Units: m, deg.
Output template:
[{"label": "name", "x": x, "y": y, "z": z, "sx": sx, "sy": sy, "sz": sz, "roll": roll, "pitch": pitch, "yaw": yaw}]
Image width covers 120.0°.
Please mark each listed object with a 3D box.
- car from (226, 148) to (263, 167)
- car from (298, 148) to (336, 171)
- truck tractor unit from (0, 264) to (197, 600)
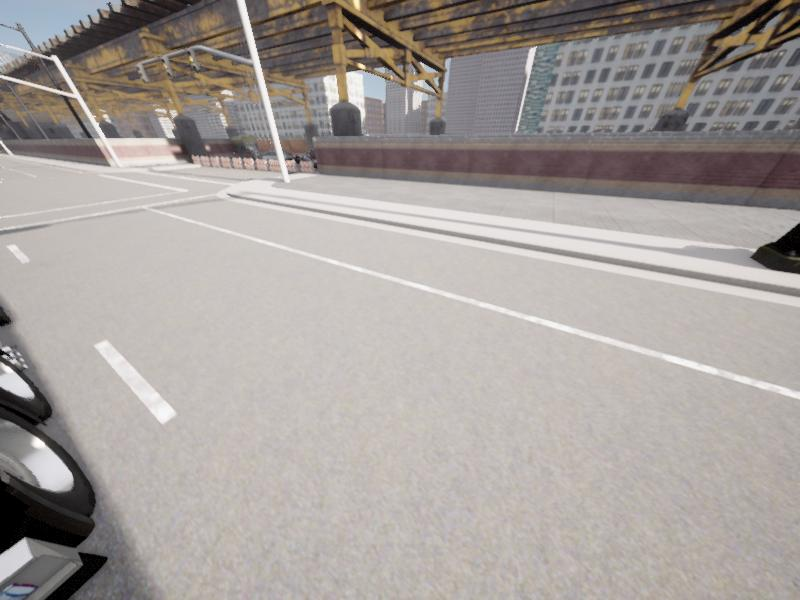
[{"label": "car", "x": -17.059, "y": -15.941, "z": 25.697, "sx": 2.038, "sy": 1.542, "sz": 4.974, "roll": -10, "pitch": 36, "yaw": -13}, {"label": "car", "x": -8.027, "y": -13.522, "z": 22.134, "sx": 2.038, "sy": 1.542, "sz": 4.974, "roll": -19, "pitch": 39, "yaw": -25}, {"label": "truck tractor unit", "x": -5.116, "y": -0.293, "z": 0.788, "sx": 6.516, "sy": 4.208, "sz": 3.053, "roll": 18, "pitch": 39, "yaw": 24}]
